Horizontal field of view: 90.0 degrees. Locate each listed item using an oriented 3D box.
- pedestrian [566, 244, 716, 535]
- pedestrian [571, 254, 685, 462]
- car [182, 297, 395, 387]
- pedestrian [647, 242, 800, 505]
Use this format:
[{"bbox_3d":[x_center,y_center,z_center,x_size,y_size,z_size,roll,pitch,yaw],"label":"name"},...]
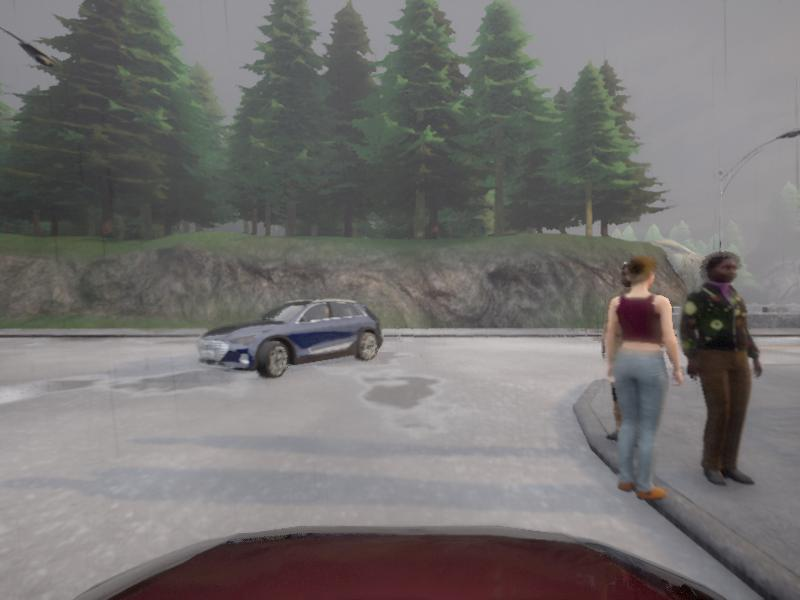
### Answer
[{"bbox_3d":[1.835,0.570,3.076,0.751,1.860,0.751,0,0,-35],"label":"pedestrian"},{"bbox_3d":[2.323,0.522,4.104,0.751,1.860,0.751,0,0,-32],"label":"pedestrian"},{"bbox_3d":[-2.388,0.792,9.886,2.033,1.649,4.856,-2,-1,36],"label":"car"},{"bbox_3d":[2.611,0.521,3.227,0.751,1.860,0.751,0,0,-4],"label":"pedestrian"}]
